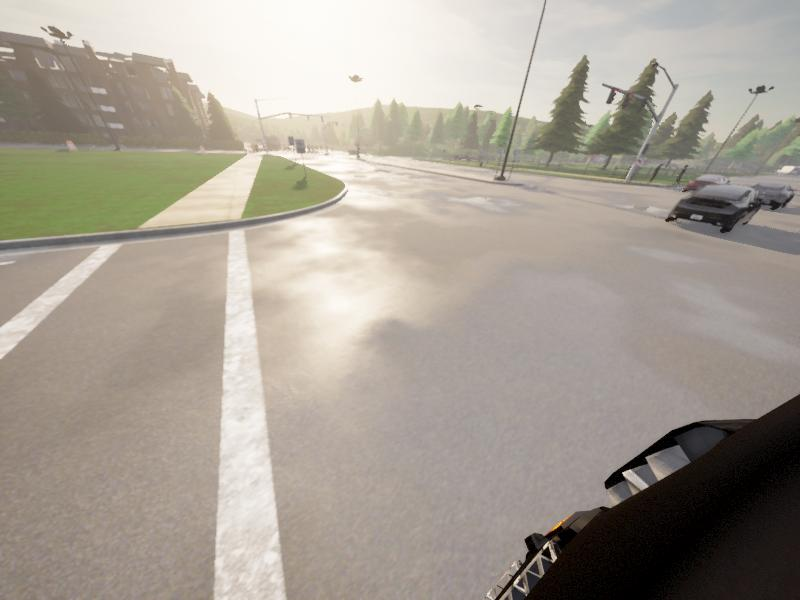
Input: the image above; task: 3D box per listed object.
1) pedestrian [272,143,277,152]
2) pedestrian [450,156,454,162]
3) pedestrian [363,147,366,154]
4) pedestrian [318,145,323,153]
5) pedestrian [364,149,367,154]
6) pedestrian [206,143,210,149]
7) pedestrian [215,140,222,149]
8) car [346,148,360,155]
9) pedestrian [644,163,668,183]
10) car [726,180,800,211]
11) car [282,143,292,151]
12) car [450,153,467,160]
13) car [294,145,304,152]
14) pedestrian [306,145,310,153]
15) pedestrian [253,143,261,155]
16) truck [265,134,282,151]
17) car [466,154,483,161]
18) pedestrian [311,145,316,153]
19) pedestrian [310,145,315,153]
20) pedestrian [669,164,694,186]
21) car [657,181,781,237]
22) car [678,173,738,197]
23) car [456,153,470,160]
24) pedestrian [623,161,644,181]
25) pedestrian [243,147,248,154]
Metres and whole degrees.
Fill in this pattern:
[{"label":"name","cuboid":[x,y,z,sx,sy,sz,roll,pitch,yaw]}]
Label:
[{"label":"pedestrian","cuboid":[-32.820,-39.919,60.414,0.751,1.860,0.751,-14,37,-24]},{"label":"pedestrian","cuboid":[11.472,-31.239,51.014,0.500,1.100,0.500,-13,37,-23]},{"label":"pedestrian","cuboid":[-11.244,-47.729,73.623,0.751,1.860,0.751,-16,38,-26]},{"label":"pedestrian","cuboid":[-22.432,-42.798,65.302,0.751,1.860,0.751,-19,39,-29]},{"label":"pedestrian","cuboid":[-10.985,-47.056,73.131,0.751,1.300,0.751,12,34,14]},{"label":"pedestrian","cuboid":[-44.841,-35.998,53.956,0.500,1.100,0.500,-15,37,-25]},{"label":"pedestrian","cuboid":[-42.627,-36.501,54.196,0.751,1.860,0.751,-17,38,-27]},{"label":"car","cuboid":[-13.435,-42.258,65.687,1.930,1.638,5.238,-15,38,-26]},{"label":"pedestrian","cuboid":[27.173,-13.476,24.531,0.751,1.860,0.751,-13,37,-23]},{"label":"car","cuboid":[23.722,-6.851,14.973,4.181,1.385,1.994,-16,38,-26]},{"label":"car","cuboid":[-34.698,-46.846,70.829,1.905,1.878,3.866,-16,38,-26]},{"label":"car","cuboid":[19.076,-46.622,75.068,5.027,1.651,2.152,-16,38,-26]},{"label":"car","cuboid":[-31.903,-47.770,72.780,1.837,1.490,4.892,-16,38,-26]},{"label":"pedestrian","cuboid":[-25.273,-41.538,63.448,0.751,1.860,0.751,-21,40,-32]},{"label":"pedestrian","cuboid":[-26.997,-28.530,43.554,0.751,1.860,0.751,-10,35,-18]},{"label":"truck","cuboid":[-37.849,-46.960,68.985,2.891,3.827,8.468,-16,38,-26]},{"label":"car","cuboid":[22.560,-43.290,69.991,4.856,1.649,2.033,-16,38,-26]},{"label":"pedestrian","cuboid":[-24.037,-42.050,64.321,0.751,1.860,0.751,-21,40,-31]},{"label":"pedestrian","cuboid":[-24.650,-42.612,65.127,0.751,1.860,0.751,26,40,31]},{"label":"pedestrian","cuboid":[28.380,-12.616,23.317,0.751,1.860,0.751,-21,40,-32]},{"label":"car","cuboid":[13.371,-3.966,9.689,4.892,1.490,1.837,-16,38,-26]},{"label":"car","cuboid":[26.030,-9.762,19.501,4.674,1.442,1.812,-16,38,-26]},{"label":"car","cuboid":[19.621,-44.636,71.919,3.988,1.617,1.851,-16,38,-26]},{"label":"pedestrian","cuboid":[26.186,-14.442,25.924,0.751,1.860,0.751,-10,35,-18]},{"label":"pedestrian","cuboid":[-30.027,-29.101,44.882,0.500,1.100,0.500,-14,37,-23]}]
